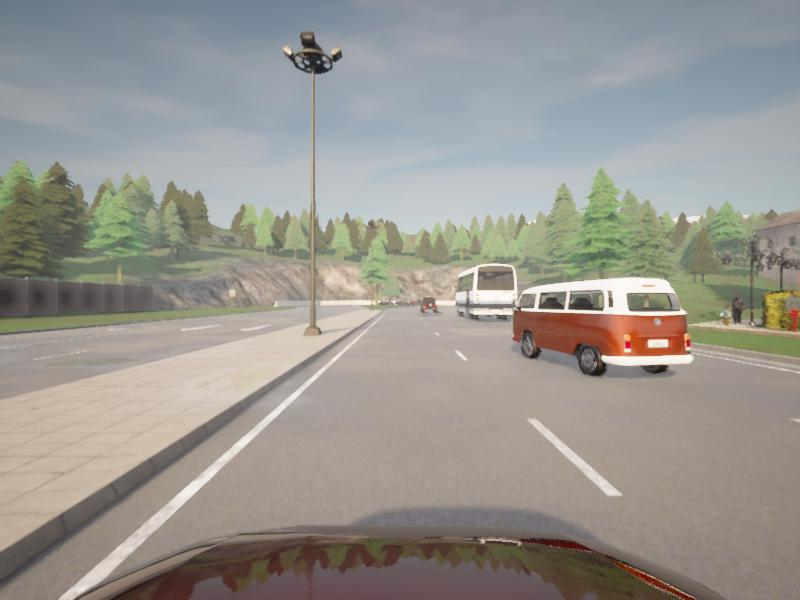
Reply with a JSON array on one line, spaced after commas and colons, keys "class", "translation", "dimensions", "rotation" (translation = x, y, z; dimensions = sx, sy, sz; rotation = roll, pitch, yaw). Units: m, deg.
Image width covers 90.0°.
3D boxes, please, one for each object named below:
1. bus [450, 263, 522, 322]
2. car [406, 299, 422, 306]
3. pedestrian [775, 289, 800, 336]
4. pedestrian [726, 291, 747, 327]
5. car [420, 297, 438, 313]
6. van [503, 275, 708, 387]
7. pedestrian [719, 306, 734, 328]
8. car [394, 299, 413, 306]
[{"class": "bus", "translation": [6.872, -0.545, 34.180], "dimensions": [3.944, 4.253, 10.273], "rotation": [0, 0, 0]}, {"class": "car", "translation": [3.891, 0.620, 107.908], "dimensions": [3.866, 1.878, 1.905], "rotation": [0, 0, 22]}, {"class": "pedestrian", "translation": [15.781, 0.480, 16.062], "dimensions": [0.751, 1.860, 0.751], "rotation": [0, 0, 0]}, {"class": "pedestrian", "translation": [18.061, 0.478, 21.441], "dimensions": [0.751, 1.860, 0.751], "rotation": [0, 0, -41]}, {"class": "car", "translation": [3.490, 0.629, 48.922], "dimensions": [1.905, 1.878, 3.866], "rotation": [0, 0, 0]}, {"class": "van", "translation": [4.465, 0.568, 9.693], "dimensions": [2.069, 2.038, 4.480], "rotation": [0, 0, -11]}, {"class": "pedestrian", "translation": [16.516, 0.858, 20.234], "dimensions": [0.500, 1.100, 0.500], "rotation": [0, 0, -43]}, {"class": "car", "translation": [0.852, 0.618, 105.334], "dimensions": [4.605, 1.855, 1.932], "rotation": [0, 0, 17]}]
